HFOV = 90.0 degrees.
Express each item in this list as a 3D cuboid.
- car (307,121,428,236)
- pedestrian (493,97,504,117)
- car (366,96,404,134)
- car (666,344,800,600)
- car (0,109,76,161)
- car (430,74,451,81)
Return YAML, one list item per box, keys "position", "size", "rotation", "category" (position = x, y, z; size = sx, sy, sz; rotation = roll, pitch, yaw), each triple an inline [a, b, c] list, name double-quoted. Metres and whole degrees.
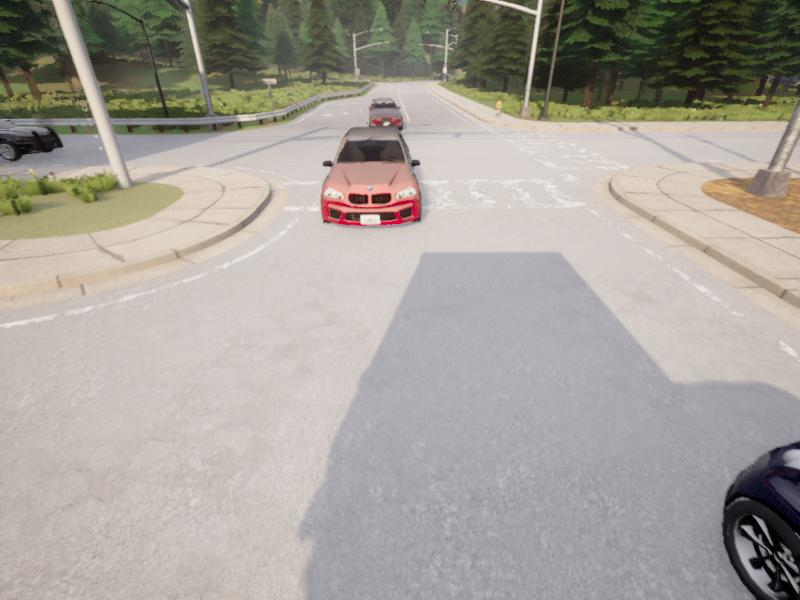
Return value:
- position: [-0.667, -3.229, 9.860]
  size: [2.242, 1.667, 4.611]
  rotation: [-1, 30, -1]
  category: "car"
- position: [6.226, -12.143, 25.233]
  size: [0.500, 1.100, 0.500]
  rotation: [2, 30, 4]
  category: "pedestrian"
- position: [-0.883, -10.424, 22.348]
  size: [1.816, 1.474, 4.193]
  rotation: [-3, 31, -5]
  category: "car"
- position: [3.125, 1.834, 1.317]
  size: [1.845, 1.501, 3.633]
  rotation: [-1, 30, -1]
  category: "car"
- position: [-16.182, -6.408, 15.496]
  size: [5.238, 1.638, 1.930]
  rotation: [-1, 30, 0]
  category: "car"
- position: [9.032, -49.883, 89.632]
  size: [4.674, 1.442, 1.812]
  rotation: [-21, 36, -31]
  category: "car"
